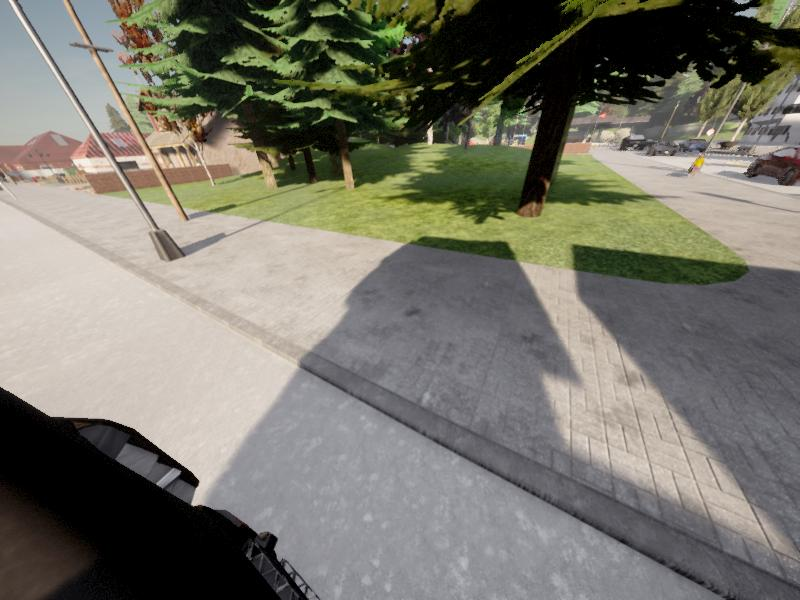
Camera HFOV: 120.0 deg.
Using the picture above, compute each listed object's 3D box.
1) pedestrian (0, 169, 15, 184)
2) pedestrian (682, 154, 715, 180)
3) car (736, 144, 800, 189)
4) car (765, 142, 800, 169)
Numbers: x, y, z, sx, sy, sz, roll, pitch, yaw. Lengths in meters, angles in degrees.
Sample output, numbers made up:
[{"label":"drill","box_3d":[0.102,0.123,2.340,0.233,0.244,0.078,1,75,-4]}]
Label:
[{"label":"pedestrian","box_3d":[-56.029,-17.444,32.619,0.751,1.860,0.751,12,36,21]},{"label":"pedestrian","box_3d":[15.162,-6.790,11.755,0.500,1.100,0.500,-17,36,-20]},{"label":"car","box_3d":[18.324,-6.153,10.473,1.812,1.442,4.674,17,38,27]},{"label":"car","box_3d":[25.408,-8.698,13.886,1.895,1.301,4.718,16,38,26]}]
